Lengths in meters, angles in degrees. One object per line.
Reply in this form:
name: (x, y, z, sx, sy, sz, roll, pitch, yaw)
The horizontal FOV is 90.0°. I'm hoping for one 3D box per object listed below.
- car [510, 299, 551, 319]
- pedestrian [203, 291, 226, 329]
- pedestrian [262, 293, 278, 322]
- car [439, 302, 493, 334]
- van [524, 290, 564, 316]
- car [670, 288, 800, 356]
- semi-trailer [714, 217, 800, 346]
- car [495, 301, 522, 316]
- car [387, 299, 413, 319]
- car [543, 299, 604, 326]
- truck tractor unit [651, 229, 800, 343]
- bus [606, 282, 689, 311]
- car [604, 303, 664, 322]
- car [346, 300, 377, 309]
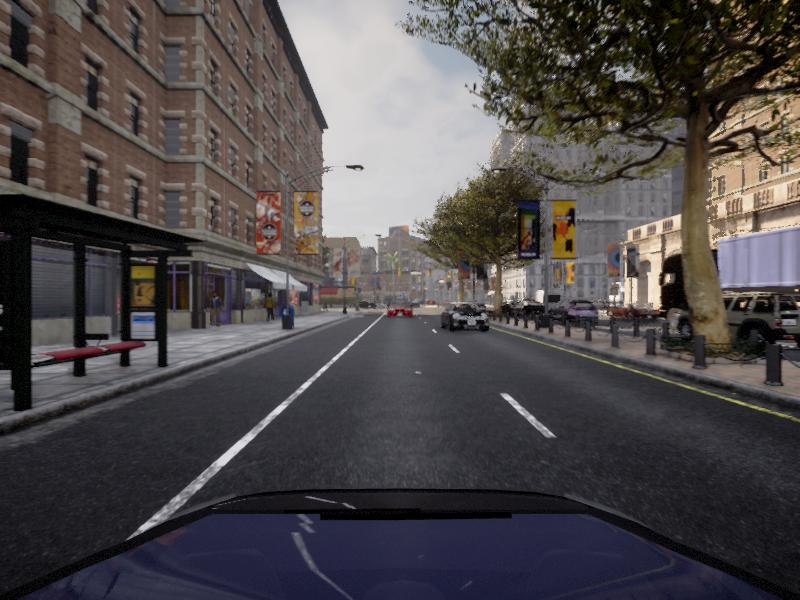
car: (11.501, 0.757, 35.693, 1.930, 1.638, 5.238, 0, 0, 0)
pedestrian: (-9.326, 0.477, 20.140, 0.751, 1.860, 0.751, 0, 0, 4)
pedestrian: (-8.274, 0.475, 25.492, 0.751, 1.860, 0.751, 0, 0, 4)
car: (3.254, 0.845, 20.515, 1.970, 1.475, 3.806, 0, 0, -3)
van: (15.006, 0.305, 42.090, 1.988, 2.561, 5.915, 0, 0, 0)
car: (11.498, 0.642, 13.301, 1.932, 1.855, 4.605, 0, -1, 0)
semi-trailer: (14.993, -0.625, 10.232, 2.717, 4.402, 14.254, 0, 0, 0)
car: (11.506, 0.836, 42.515, 1.970, 1.475, 3.806, 0, 0, 3)
car: (-0.001, 0.742, 35.975, 2.242, 1.667, 4.611, 0, 0, 0)
car: (11.501, 0.767, 26.931, 2.033, 1.649, 4.856, 0, 0, 0)
truck tractor unit: (14.991, -0.535, 18.149, 3.053, 4.208, 6.516, 0, 0, 0)
bus: (38.039, -0.558, 61.775, 10.273, 4.253, 3.944, 0, 0, 1)
car: (18.250, 0.926, 31.492, 1.895, 1.301, 4.718, 0, 0, 0)
car: (-6.515, 0.816, 67.934, 4.892, 1.490, 1.837, 0, 0, 5)
